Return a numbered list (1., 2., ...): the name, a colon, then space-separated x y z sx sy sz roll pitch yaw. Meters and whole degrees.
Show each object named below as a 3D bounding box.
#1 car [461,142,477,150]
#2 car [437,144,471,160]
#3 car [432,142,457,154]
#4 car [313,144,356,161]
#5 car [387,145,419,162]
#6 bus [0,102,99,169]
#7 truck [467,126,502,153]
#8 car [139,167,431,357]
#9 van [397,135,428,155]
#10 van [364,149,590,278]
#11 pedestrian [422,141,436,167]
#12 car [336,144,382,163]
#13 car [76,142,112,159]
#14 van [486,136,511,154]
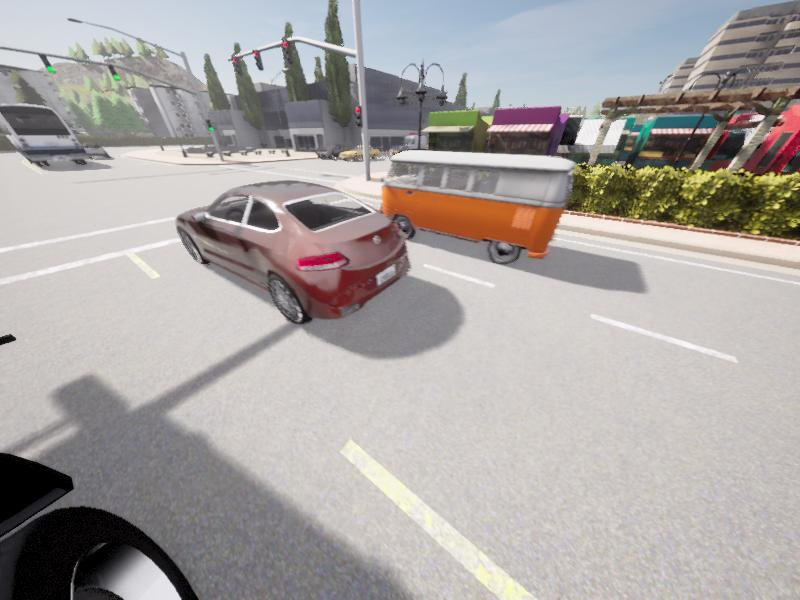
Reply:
1. car: 16.134 -36.116 54.047 1.812 1.442 4.674 23 41 29
2. car: 6.906 -18.854 29.415 2.128 1.511 4.902 23 41 29
3. car: 7.645 -26.222 39.821 1.801 1.575 5.366 23 41 29
4. car: -7.679 -17.677 27.620 2.007 1.525 4.514 24 41 29
5. car: 0.415 -17.229 27.040 1.845 1.501 3.633 23 41 29
6. bus: -33.358 -15.012 21.276 10.273 4.253 3.944 22 40 27
7. truck: 16.010 -30.157 43.516 2.891 3.827 8.468 23 41 28
8. car: -2.224 -1.306 4.341 5.027 1.651 2.152 22 41 28
9. van: 2.158 -25.757 38.286 1.988 2.561 5.915 23 41 29
10. van: 1.454 -2.415 5.628 4.442 1.987 1.775 22 41 28
11. pedestrian: 2.433 -12.381 19.583 0.751 1.860 0.751 22 41 28
12. car: -4.524 -16.779 26.323 1.801 1.575 5.366 24 41 29
13. car: -36.991 -18.115 27.945 3.988 1.617 1.851 25 42 31
14. van: 17.274 -27.171 40.410 1.988 2.561 5.915 22 41 28
